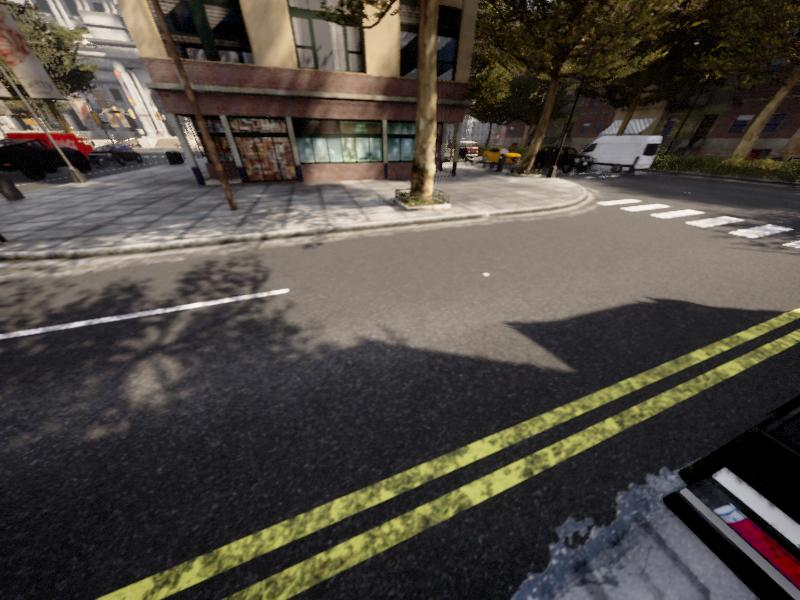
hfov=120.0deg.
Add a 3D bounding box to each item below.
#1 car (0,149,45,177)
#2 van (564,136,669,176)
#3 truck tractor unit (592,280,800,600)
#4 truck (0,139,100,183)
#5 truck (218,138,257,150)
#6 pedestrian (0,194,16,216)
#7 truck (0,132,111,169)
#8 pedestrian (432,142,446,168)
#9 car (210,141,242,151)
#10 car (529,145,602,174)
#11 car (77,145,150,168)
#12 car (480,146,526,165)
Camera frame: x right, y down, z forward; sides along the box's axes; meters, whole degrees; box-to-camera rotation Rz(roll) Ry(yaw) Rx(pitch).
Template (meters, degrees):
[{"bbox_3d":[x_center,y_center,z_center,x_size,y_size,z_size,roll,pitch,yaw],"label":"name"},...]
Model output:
[{"bbox_3d":[-28.094,-9.457,15.881,1.970,1.475,3.806,-10,36,-15],"label":"car"},{"bbox_3d":[17.749,-12.356,19.599,1.988,2.561,5.915,-11,36,-15],"label":"van"},{"bbox_3d":[5.258,-0.118,0.531,6.516,4.208,3.053,-11,37,-16],"label":"truck tractor unit"},{"bbox_3d":[-24.178,-9.299,15.157,2.390,2.098,6.274,-11,36,-15],"label":"truck"},{"bbox_3d":[-34.832,-33.597,49.724,6.274,2.098,2.390,-10,36,-15],"label":"truck"},{"bbox_3d":[-13.124,-3.452,6.831,0.751,1.860,0.751,-8,36,-12],"label":"pedestrian"},{"bbox_3d":[-30.152,-13.420,20.651,2.627,2.467,5.204,-11,36,-15],"label":"truck"},{"bbox_3d":[3.407,-12.738,20.271,0.751,1.860,0.751,-11,37,-16],"label":"pedestrian"},{"bbox_3d":[-34.683,-30.846,46.177,4.611,1.667,2.242,-19,39,-25],"label":"car"},{"bbox_3d":[13.974,-12.238,19.965,1.932,1.855,4.605,-11,36,-15],"label":"car"},{"bbox_3d":[-26.907,-13.770,22.023,2.128,1.511,4.902,-11,36,-15],"label":"car"},{"bbox_3d":[11.464,-16.411,26.192,1.882,1.535,5.008,-11,36,-15],"label":"car"}]
